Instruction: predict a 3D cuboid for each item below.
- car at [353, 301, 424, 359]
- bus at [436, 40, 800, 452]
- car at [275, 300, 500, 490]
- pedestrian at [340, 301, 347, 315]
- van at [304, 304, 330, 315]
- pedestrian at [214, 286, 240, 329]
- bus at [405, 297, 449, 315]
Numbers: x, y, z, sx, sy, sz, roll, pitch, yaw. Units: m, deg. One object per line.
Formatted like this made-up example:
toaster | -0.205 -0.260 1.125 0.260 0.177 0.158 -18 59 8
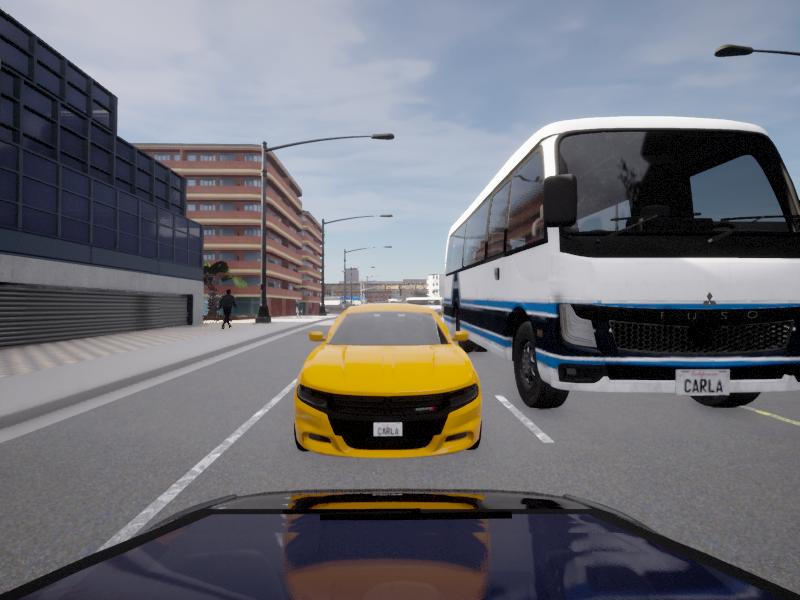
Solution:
car | -0.325 0.768 12.619 1.812 1.442 4.674 0 1 -1
bus | 3.384 -0.601 9.306 3.944 4.253 10.273 0 1 -1
car | -0.158 0.790 5.854 1.882 1.535 5.008 0 1 -1
pedestrian | -7.320 1.055 51.596 0.751 1.860 0.751 0 -1 2
van | -19.654 2.234 95.167 5.915 2.561 1.988 0 -1 -2
pedestrian | -7.637 0.347 17.682 0.751 1.860 0.751 0 -1 5
bus | 6.714 1.462 99.606 10.273 4.253 3.944 -1 -1 26
